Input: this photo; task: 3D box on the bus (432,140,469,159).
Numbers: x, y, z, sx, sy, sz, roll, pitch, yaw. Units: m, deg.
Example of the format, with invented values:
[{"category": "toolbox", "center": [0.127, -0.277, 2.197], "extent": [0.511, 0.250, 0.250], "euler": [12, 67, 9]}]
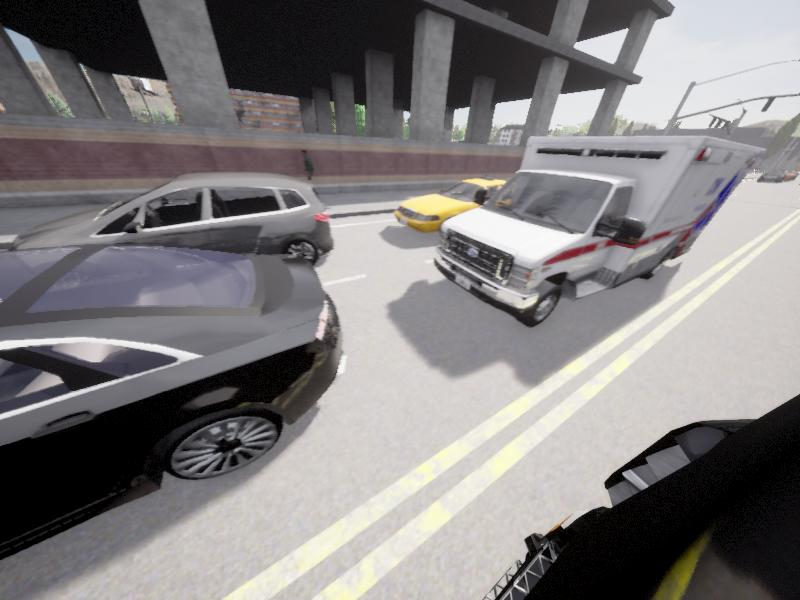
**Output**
[{"category": "bus", "center": [14.197, -43.181, 66.182], "extent": [3.944, 4.253, 10.273], "euler": [-16, 38, -26]}]

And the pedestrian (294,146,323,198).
[{"category": "pedestrian", "center": [-3.922, -5.510, 9.992], "extent": [0.751, 1.860, 0.751], "euler": [-15, 37, -25]}]

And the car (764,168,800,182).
[{"category": "car", "center": [61.646, -20.207, 37.228], "extent": [4.553, 1.767, 2.097], "euler": [-16, 38, -26]}]

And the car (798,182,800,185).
[{"category": "car", "center": [57.969, -16.759, 32.120], "extent": [3.806, 1.475, 1.970], "euler": [-16, 38, -26]}]

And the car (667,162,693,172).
[{"category": "car", "center": [61.431, -29.169, 50.683], "extent": [4.611, 1.667, 2.242], "euler": [-16, 38, -26]}]

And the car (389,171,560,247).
[{"category": "car", "center": [2.442, -3.161, 7.474], "extent": [5.366, 1.575, 1.801], "euler": [-16, 38, -26]}]

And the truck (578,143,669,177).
[{"category": "truck", "center": [32.767, -21.085, 34.552], "extent": [2.891, 3.827, 8.468], "euler": [-15, 38, -25]}]

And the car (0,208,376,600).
[{"category": "car", "center": [-2.852, 0.618, 1.457], "extent": [4.902, 1.511, 2.128], "euler": [-16, 38, -26]}]

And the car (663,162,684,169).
[{"category": "car", "center": [73.770, -36.206, 62.300], "extent": [5.357, 1.415, 2.033], "euler": [-16, 38, -26]}]

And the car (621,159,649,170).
[{"category": "car", "center": [46.903, -27.017, 46.092], "extent": [4.605, 1.855, 1.932], "euler": [-16, 38, -26]}]

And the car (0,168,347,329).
[{"category": "car", "center": [-3.683, -1.444, 4.364], "extent": [4.611, 1.667, 2.242], "euler": [-16, 38, -26]}]

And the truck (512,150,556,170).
[{"category": "truck", "center": [22.033, -23.310, 38.372], "extent": [2.627, 2.467, 5.204], "euler": [-16, 38, -26]}]

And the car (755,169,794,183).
[{"category": "car", "center": [54.870, -18.206, 33.857], "extent": [4.856, 1.649, 2.033], "euler": [-16, 38, -26]}]

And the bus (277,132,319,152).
[{"category": "bus", "center": [-29.791, -46.300, 67.859], "extent": [10.273, 4.253, 3.944], "euler": [-16, 38, -26]}]

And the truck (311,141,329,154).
[{"category": "truck", "center": [-19.135, -36.681, 55.433], "extent": [2.615, 2.467, 5.204], "euler": [-16, 38, -26]}]

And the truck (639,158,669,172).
[{"category": "truck", "center": [48.405, -25.678, 44.007], "extent": [4.478, 2.038, 2.069], "euler": [-16, 38, -26]}]

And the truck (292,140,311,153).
[{"category": "truck", "center": [-22.871, -35.618, 53.562], "extent": [2.615, 2.467, 5.204], "euler": [-16, 38, -26]}]

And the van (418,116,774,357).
[{"category": "van", "center": [3.743, -1.651, 4.519], "extent": [6.366, 2.431, 2.351], "euler": [-16, 38, -26]}]

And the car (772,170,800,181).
[{"category": "car", "center": [68.256, -21.973, 40.645], "extent": [4.792, 1.488, 2.163], "euler": [-16, 38, -26]}]
